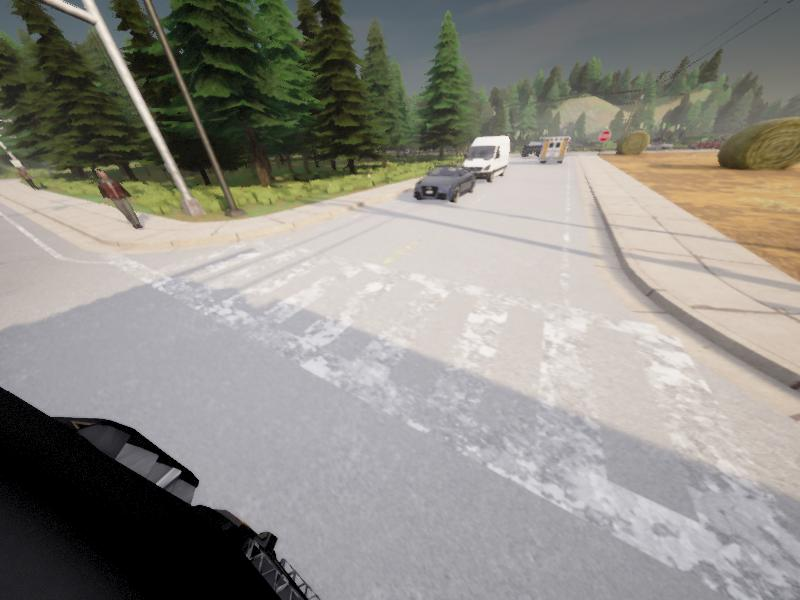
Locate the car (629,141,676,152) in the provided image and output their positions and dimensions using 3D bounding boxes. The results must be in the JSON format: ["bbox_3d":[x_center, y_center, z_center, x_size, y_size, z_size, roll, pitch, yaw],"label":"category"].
[{"bbox_3d":[40.849,-24.977,37.559,4.718,1.301,1.895,19,39,29],"label":"car"}]

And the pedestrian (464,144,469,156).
[{"bbox_3d":[13.241,-29.783,45.897,0.751,1.860,0.751,3,34,9],"label":"pedestrian"}]

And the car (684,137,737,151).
[{"bbox_3d":[46.091,-23.265,34.451,4.193,1.474,1.816,19,39,29],"label":"car"}]

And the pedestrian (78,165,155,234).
[{"bbox_3d":[-8.960,-3.195,7.384,0.751,1.860,0.751,23,42,34],"label":"pedestrian"}]

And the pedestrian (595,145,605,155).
[{"bbox_3d":[27.855,-20.862,32.180,0.500,1.100,0.500,-2,34,0],"label":"pedestrian"}]

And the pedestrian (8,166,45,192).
[{"bbox_3d":[-31.998,-10.386,19.828,0.751,1.860,0.751,27,43,36],"label":"pedestrian"}]

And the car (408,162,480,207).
[{"bbox_3d":[2.287,-5.833,11.389,1.994,1.385,4.181,17,38,27],"label":"car"}]

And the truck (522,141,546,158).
[{"bbox_3d":[21.066,-23.883,36.626,2.390,2.098,6.274,10,36,19],"label":"truck"}]

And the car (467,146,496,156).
[{"bbox_3d":[16.823,-30.929,47.893,5.238,1.638,1.930,19,39,29],"label":"car"}]

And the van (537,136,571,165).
[{"bbox_3d":[17.517,-17.014,26.222,2.351,2.431,6.366,17,38,27],"label":"van"}]

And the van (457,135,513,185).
[{"bbox_3d":[6.122,-9.989,16.328,1.988,2.561,5.915,17,38,27],"label":"van"}]
